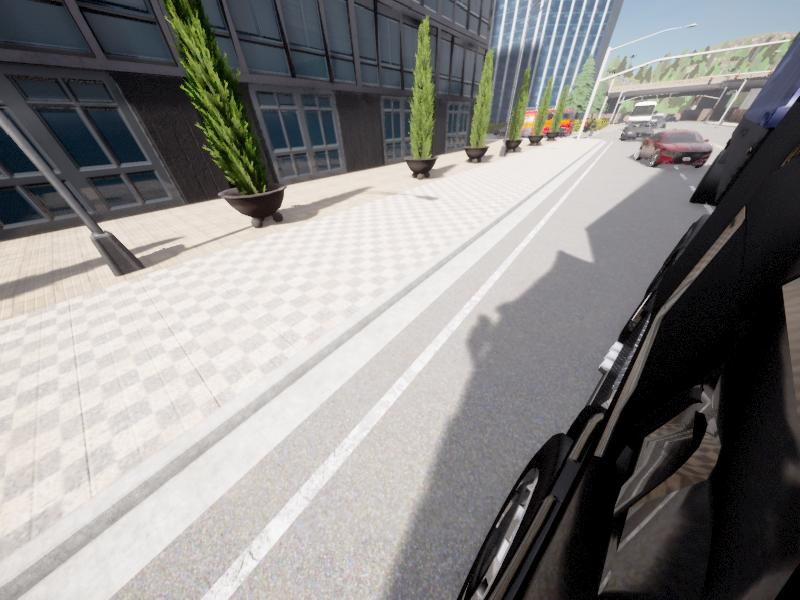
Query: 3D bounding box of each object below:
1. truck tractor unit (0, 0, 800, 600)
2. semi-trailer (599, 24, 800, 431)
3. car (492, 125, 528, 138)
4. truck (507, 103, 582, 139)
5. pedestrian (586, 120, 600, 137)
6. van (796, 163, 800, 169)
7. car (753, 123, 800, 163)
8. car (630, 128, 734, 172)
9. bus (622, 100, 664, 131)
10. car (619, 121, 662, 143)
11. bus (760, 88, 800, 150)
[{"bbox_3d":[2.645,-0.295,0.351,6.516,4.208,3.053,-28,44,-30],"label":"truck tractor unit"},{"bbox_3d":[8.610,-3.666,4.310,14.254,4.402,2.717,-29,44,-31],"label":"semi-trailer"},{"bbox_3d":[19.365,-29.912,40.991,5.238,1.638,1.930,24,44,31],"label":"car"},{"bbox_3d":[21.624,-27.060,35.217,8.468,3.827,2.891,25,45,31],"label":"truck"},{"bbox_3d":[27.701,-24.604,33.166,0.751,1.860,0.751,25,45,32],"label":"pedestrian"},{"bbox_3d":[17.141,-5.098,7.354,2.351,2.431,6.366,24,44,31],"label":"van"},{"bbox_3d":[21.890,-8.439,12.284,2.128,1.511,4.902,24,44,31],"label":"car"},{"bbox_3d":[14.520,-8.159,12.346,1.882,1.535,5.008,16,41,23],"label":"car"},{"bbox_3d":[47.625,-36.343,45.643,3.944,4.253,10.273,24,44,31],"label":"bus"},{"bbox_3d":[25.497,-18.051,24.754,2.242,1.667,4.611,20,42,27],"label":"car"},{"bbox_3d":[29.342,-12.157,14.495,3.944,4.253,10.273,24,44,31],"label":"bus"}]
